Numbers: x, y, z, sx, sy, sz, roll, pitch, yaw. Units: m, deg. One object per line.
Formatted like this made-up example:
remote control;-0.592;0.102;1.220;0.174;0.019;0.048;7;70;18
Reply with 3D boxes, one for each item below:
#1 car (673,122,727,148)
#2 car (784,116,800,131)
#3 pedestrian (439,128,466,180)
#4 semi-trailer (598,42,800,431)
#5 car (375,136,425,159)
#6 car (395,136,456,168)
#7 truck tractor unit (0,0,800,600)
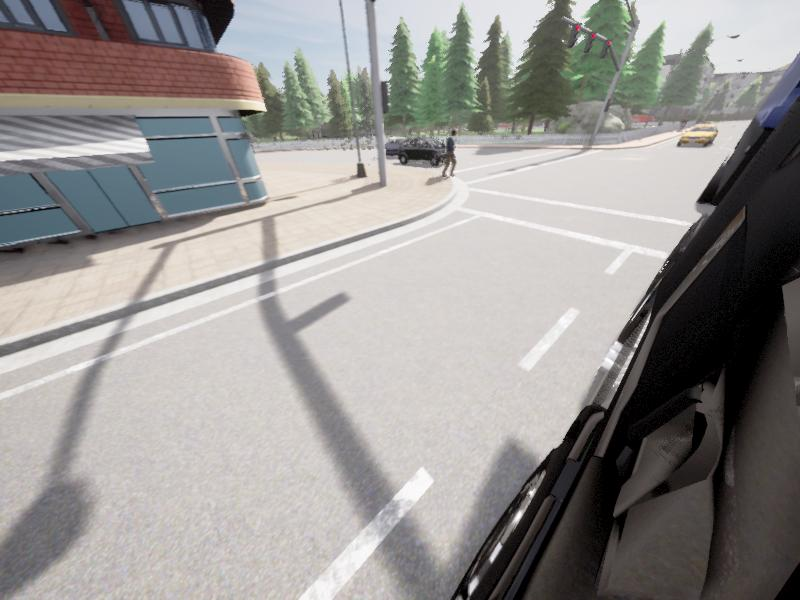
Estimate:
car;26.042;-14.355;20.023;5.366;1.575;1.801;-27;43;-29
car;53.692;-23.588;30.776;5.008;1.535;1.882;-28;44;-30
pedestrian;2.287;-6.483;10.273;0.751;1.860;0.751;-10;37;-10
semi-trailer;8.693;-3.608;4.231;14.254;4.402;2.717;-28;44;-30
car;-0.014;-13.404;20.322;3.806;1.475;1.970;17;41;24
car;1.677;-10.171;15.814;3.705;1.549;1.789;23;44;31
truck tractor unit;2.645;-0.295;0.351;6.516;4.208;3.053;-28;44;-30
